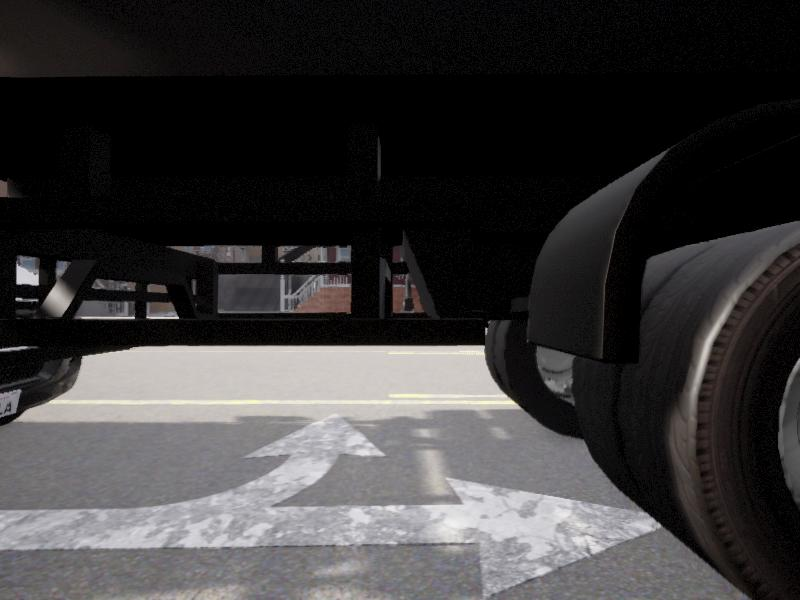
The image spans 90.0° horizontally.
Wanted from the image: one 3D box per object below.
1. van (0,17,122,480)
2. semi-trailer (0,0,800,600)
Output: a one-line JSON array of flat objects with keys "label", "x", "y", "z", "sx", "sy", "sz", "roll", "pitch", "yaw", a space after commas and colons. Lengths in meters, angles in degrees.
[{"label": "van", "x": -5.170, "y": -0.285, "z": 2.193, "sx": 5.915, "sy": 2.561, "sz": 1.988, "roll": 0, "pitch": 0, "yaw": 0}, {"label": "semi-trailer", "x": 5.152, "y": -1.236, "z": 2.257, "sx": 14.254, "sy": 4.402, "sz": 2.717, "roll": 0, "pitch": -1, "yaw": 0}]
